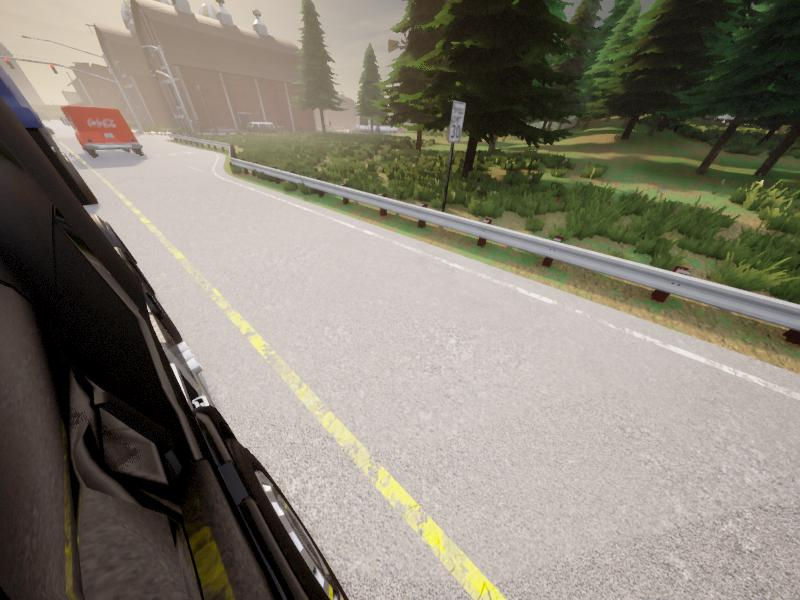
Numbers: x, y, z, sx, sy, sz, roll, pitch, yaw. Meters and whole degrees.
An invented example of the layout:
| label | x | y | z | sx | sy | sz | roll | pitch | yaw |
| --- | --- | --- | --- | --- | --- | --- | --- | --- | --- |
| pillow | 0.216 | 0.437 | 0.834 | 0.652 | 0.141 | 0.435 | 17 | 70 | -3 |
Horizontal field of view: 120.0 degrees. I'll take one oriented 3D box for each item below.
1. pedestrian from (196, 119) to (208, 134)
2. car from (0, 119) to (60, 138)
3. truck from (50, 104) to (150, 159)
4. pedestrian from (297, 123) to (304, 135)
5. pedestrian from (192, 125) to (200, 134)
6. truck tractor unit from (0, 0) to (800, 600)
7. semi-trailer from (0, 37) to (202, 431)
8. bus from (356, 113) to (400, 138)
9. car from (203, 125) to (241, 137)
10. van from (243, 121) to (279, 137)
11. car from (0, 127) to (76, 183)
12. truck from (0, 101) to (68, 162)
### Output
| label | x | y | z | sx | sy | sz | roll | pitch | yaw |
| --- | --- | --- | --- | --- | --- | --- | --- | --- | --- |
| pedestrian | -31.946 | -27.953 | 37.208 | 0.751 | 1.860 | 0.751 | -29 | 47 | -35 |
| car | -38.396 | -17.311 | 23.260 | 1.994 | 1.385 | 4.181 | 8 | 37 | 7 |
| truck | -19.419 | -10.945 | 14.992 | 5.204 | 2.467 | 2.627 | 27 | 43 | 29 |
| pedestrian | -20.666 | -35.416 | 47.893 | 0.751 | 1.860 | 0.751 | 27 | 43 | 29 |
| pedestrian | -32.321 | -26.996 | 36.541 | 0.500 | 1.100 | 0.500 | -26 | 45 | -33 |
| truck tractor unit | -2.645 | -0.295 | 0.351 | 6.516 | 4.208 | 3.053 | 28 | 44 | 30 |
| semi-trailer | -8.745 | -3.574 | 4.181 | 14.254 | 4.402 | 2.717 | 28 | 43 | 29 |
| bus | -4.820 | -40.446 | 53.907 | 3.944 | 4.253 | 10.273 | 28 | 43 | 29 |
| car | -27.758 | -26.435 | 36.148 | 1.994 | 1.385 | 4.181 | 27 | 43 | 29 |
| van | -23.828 | -29.450 | 39.863 | 2.069 | 2.038 | 4.480 | 28 | 43 | 29 |
| car | -16.060 | -6.229 | 9.719 | 4.902 | 1.511 | 2.128 | 27 | 43 | 29 |
| truck | -21.925 | -9.539 | 12.954 | 5.204 | 2.467 | 2.627 | 27 | 43 | 28 |
